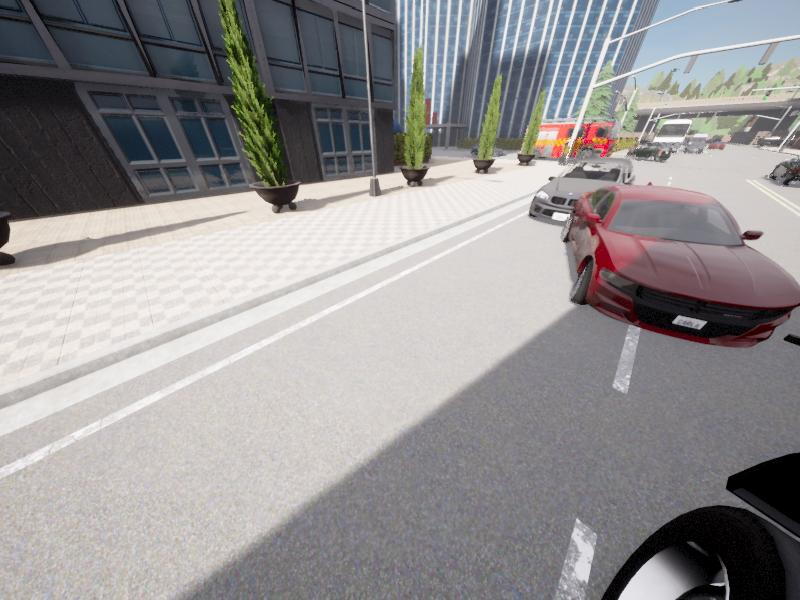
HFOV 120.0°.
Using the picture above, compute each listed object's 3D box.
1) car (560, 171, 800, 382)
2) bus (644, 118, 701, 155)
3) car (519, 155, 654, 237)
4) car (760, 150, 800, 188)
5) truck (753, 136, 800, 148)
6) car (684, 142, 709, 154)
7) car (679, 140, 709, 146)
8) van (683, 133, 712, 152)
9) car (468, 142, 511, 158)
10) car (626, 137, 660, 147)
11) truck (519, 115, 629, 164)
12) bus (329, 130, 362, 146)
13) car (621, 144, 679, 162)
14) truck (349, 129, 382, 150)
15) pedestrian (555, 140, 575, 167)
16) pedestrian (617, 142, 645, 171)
[{"bbox_3d":[4.463,-1.236,4.300,1.882,1.535,5.008,16,38,22],"label":"car"},{"bbox_3d":[43.167,-25.929,36.732,3.944,4.253,10.273,30,45,35],"label":"bus"},{"bbox_3d":[6.343,-3.774,7.794,4.611,1.667,2.242,-29,44,-35],"label":"car"},{"bbox_3d":[22.758,-7.255,12.735,2.128,1.511,4.902,30,45,35],"label":"car"},{"bbox_3d":[80.668,-33.331,48.741,6.274,2.098,2.390,29,45,36],"label":"truck"},{"bbox_3d":[46.293,-23.838,36.174,1.812,1.442,4.674,30,45,35],"label":"car"},{"bbox_3d":[78.324,-41.847,61.505,5.357,1.411,2.033,-5,35,-6],"label":"car"},{"bbox_3d":[51.742,-27.481,40.357,1.988,2.561,5.915,29,45,35],"label":"van"},{"bbox_3d":[12.091,-20.527,31.586,4.856,1.649,2.033,29,45,35],"label":"car"},{"bbox_3d":[64.376,-42.023,61.289,2.150,2.045,5.566,-22,41,-28],"label":"car"},{"bbox_3d":[18.450,-17.556,25.398,2.891,3.827,8.468,-27,43,-33],"label":"truck"},{"bbox_3d":[-18.768,-56.571,80.783,3.944,4.253,10.273,30,45,35],"label":"bus"},{"bbox_3d":[27.157,-16.163,25.325,1.789,1.549,3.705,-7,36,-11],"label":"car"},{"bbox_3d":[-8.325,-38.479,55.354,8.468,3.827,2.891,29,45,35],"label":"truck"},{"bbox_3d":[13.776,-12.279,19.338,0.751,1.860,0.751,20,40,26],"label":"pedestrian"},{"bbox_3d":[18.123,-11.298,18.174,0.751,1.860,0.751,-24,41,-29],"label":"pedestrian"}]
